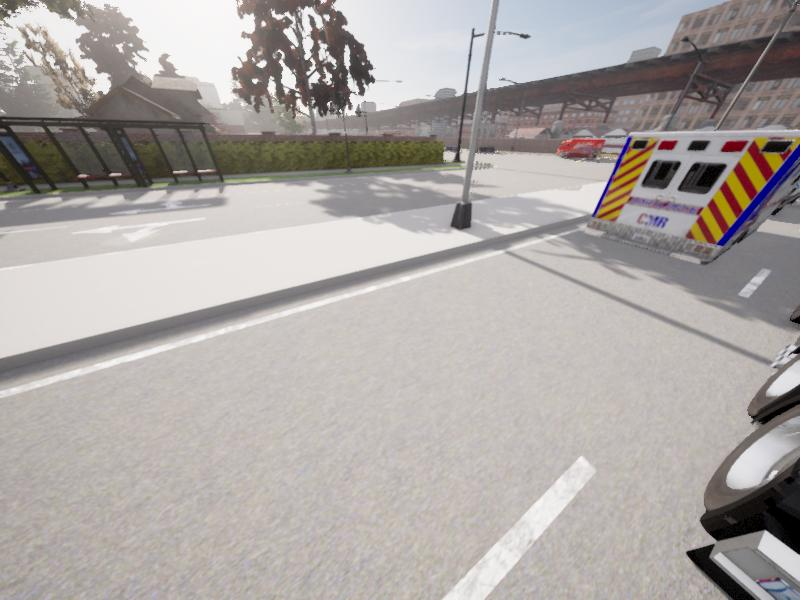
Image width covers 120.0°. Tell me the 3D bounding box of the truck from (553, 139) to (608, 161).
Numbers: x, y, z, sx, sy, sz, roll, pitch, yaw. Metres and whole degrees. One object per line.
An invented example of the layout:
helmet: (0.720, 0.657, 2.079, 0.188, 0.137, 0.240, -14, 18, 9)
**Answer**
truck: (25.976, -21.949, 33.596, 2.627, 2.467, 5.204, -18, 39, -24)

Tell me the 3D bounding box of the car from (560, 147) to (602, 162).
car: (24.049, -19.484, 30.823, 1.789, 1.549, 3.705, -18, 39, -24)

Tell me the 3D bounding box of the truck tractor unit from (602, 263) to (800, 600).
truck tractor unit: (5.108, -0.303, 0.785, 6.516, 4.208, 3.053, -18, 39, -24)

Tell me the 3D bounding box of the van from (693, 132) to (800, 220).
van: (15.298, -5.239, 9.431, 5.915, 2.561, 1.988, -18, 39, -24)

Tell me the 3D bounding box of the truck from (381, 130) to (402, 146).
truck: (-2.860, -52.009, 74.132, 2.891, 3.827, 8.468, -18, 40, -24)

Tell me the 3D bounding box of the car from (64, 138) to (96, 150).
car: (-72.448, -35.459, 52.459, 2.150, 2.045, 5.566, -18, 39, -25)

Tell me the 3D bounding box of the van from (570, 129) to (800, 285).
van: (7.879, -2.777, 5.930, 6.366, 2.431, 2.351, -18, 39, -24)
